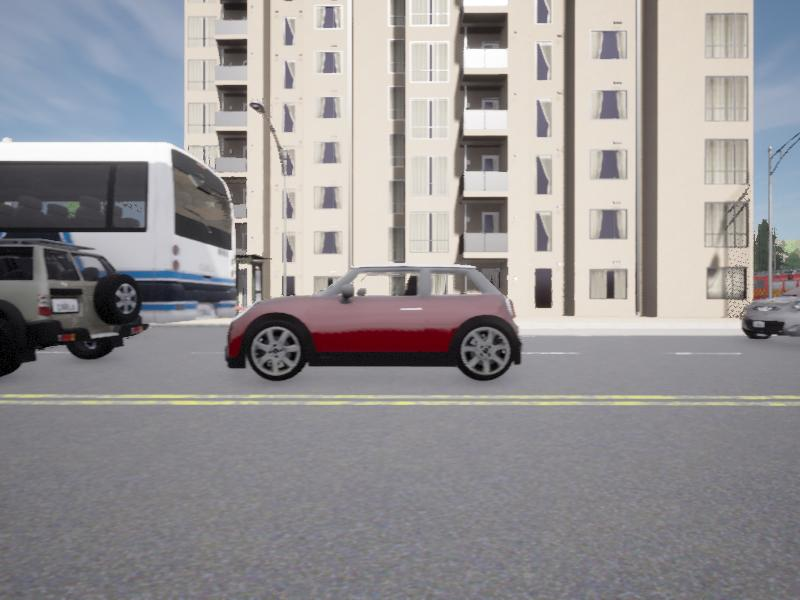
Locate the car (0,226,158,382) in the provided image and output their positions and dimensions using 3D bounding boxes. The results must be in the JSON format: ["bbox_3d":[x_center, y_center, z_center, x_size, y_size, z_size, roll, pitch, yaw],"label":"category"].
[{"bbox_3d":[-6.354,0.044,5.722,4.605,1.855,1.932,0,0,0],"label":"car"}]

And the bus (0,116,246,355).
[{"bbox_3d":[-9.388,-1.146,9.106,10.273,4.253,3.944,0,0,0],"label":"bus"}]

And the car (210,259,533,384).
[{"bbox_3d":[-0.335,0.252,5.708,3.806,1.475,1.970,0,0,0],"label":"car"}]

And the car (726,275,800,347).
[{"bbox_3d":[10.084,0.237,9.239,3.633,1.501,1.845,0,0,0],"label":"car"}]
